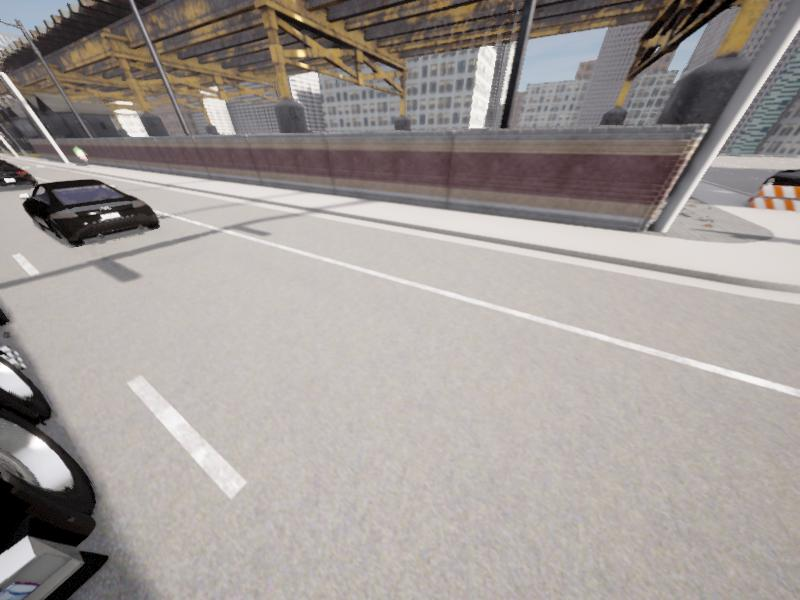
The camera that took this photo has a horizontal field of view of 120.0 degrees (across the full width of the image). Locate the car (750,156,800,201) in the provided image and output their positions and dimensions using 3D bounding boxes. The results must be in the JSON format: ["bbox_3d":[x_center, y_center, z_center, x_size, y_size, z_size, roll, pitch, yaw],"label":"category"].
[{"bbox_3d":[18.349,-4.445,8.826,2.038,1.542,4.974,-10,36,-13],"label":"car"}]

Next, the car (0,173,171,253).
[{"bbox_3d":[-9.447,-2.831,6.956,4.181,1.385,1.994,18,39,24],"label":"car"}]

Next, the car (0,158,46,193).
[{"bbox_3d":[-23.253,-7.313,13.455,4.674,1.442,1.812,18,39,24],"label":"car"}]

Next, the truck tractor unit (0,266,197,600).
[{"bbox_3d":[-5.114,-0.298,0.777,6.516,4.208,3.053,18,39,24],"label":"truck tractor unit"}]

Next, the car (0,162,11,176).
[{"bbox_3d":[-34.657,-11.020,18.823,4.902,1.511,2.128,18,39,24],"label":"car"}]

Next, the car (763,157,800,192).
[{"bbox_3d":[18.333,-4.603,8.776,1.853,1.218,4.536,-10,36,-13],"label":"car"}]

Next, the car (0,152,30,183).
[{"bbox_3d":[-28.758,-9.184,15.993,4.611,1.667,2.242,18,39,24],"label":"car"}]

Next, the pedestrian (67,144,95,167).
[{"bbox_3d":[-31.826,-14.431,23.082,0.751,1.860,0.751,18,39,24],"label":"pedestrian"}]
